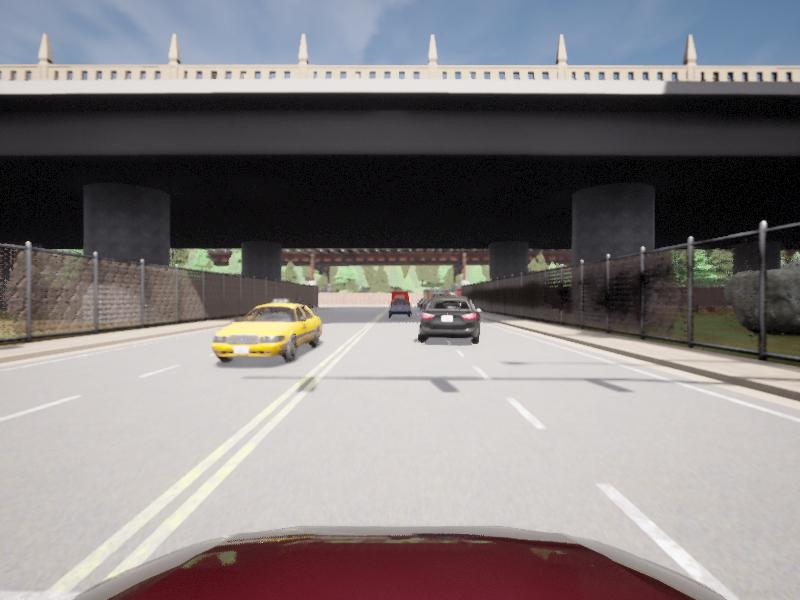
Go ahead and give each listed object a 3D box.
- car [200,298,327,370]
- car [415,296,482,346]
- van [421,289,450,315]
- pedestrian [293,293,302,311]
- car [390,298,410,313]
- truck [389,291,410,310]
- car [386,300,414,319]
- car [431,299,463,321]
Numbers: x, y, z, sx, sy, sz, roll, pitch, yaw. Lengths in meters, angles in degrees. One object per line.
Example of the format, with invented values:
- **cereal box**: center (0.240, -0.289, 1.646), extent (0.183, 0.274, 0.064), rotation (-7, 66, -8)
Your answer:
- **car**: center (-3.503, 0.748, 11.496), extent (1.801, 1.575, 5.366), rotation (0, 0, 0)
- **car**: center (2.082, 0.678, 15.846), extent (2.242, 1.667, 4.611), rotation (0, 0, 12)
- **van**: center (3.493, 0.146, 40.189), extent (2.351, 2.431, 6.366), rotation (0, 0, 0)
- **pedestrian**: center (-10.967, 0.227, 42.914), extent (0.751, 1.860, 0.751), rotation (0, 0, 0)
- **car**: center (-0.009, 0.567, 44.302), extent (2.038, 1.542, 4.974), rotation (0, 0, 0)
- **truck**: center (-0.011, 0.045, 52.556), extent (2.627, 2.467, 5.204), rotation (0, 0, 0)
- **car**: center (-0.006, 0.708, 32.669), extent (2.033, 1.411, 5.357), rotation (0, 0, 0)
- **car**: center (3.493, 0.675, 30.579), extent (1.837, 1.490, 4.892), rotation (0, 1, 0)
